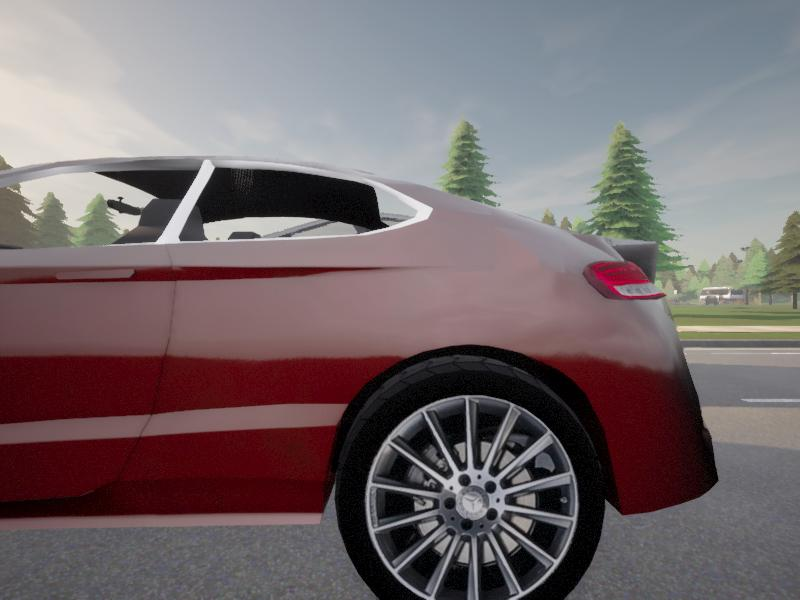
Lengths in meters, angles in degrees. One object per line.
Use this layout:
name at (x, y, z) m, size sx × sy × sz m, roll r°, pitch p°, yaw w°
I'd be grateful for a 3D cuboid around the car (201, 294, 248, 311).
car at (-16.174, 0.223, 37.209) m, size 2.128 × 1.511 × 4.902 m, roll 0°, pitch 0°, yaw 1°

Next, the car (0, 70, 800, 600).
car at (-1.307, 0.179, 2.200) m, size 5.027 × 1.651 × 2.152 m, roll 0°, pitch 0°, yaw 0°

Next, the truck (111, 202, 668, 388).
truck at (-0.117, -0.058, 5.701) m, size 6.274 × 2.098 × 2.390 m, roll 0°, pitch 0°, yaw 0°

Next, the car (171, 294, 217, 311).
car at (-19.658, 0.227, 38.499) m, size 1.837 × 1.490 × 4.892 m, roll 0°, pitch 0°, yaw 1°

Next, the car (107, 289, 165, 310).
car at (-26.633, -0.055, 40.600) m, size 2.150 × 2.045 × 5.566 m, roll 0°, pitch 0°, yaw 1°
